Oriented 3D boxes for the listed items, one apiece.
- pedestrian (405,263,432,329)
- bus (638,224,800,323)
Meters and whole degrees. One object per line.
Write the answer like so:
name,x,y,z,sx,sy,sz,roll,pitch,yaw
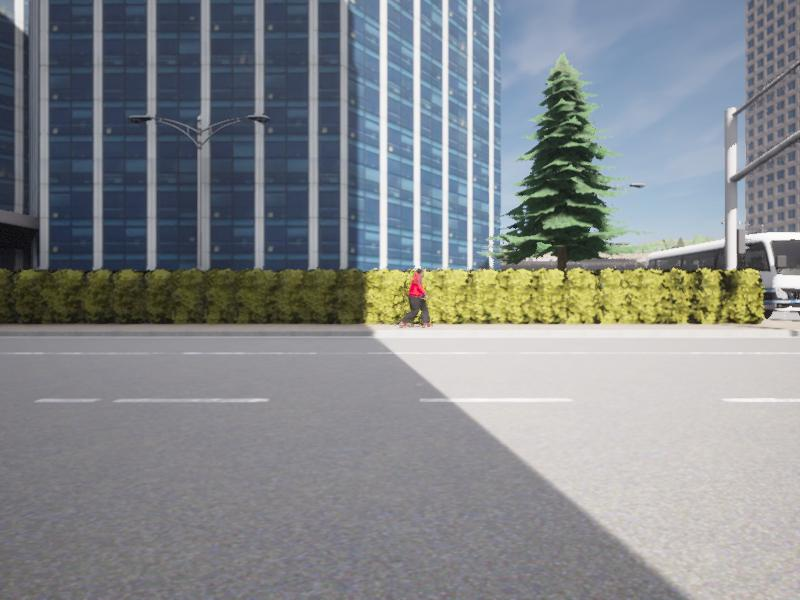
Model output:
pedestrian,0.545,-0.115,11.712,0.751,1.860,0.751,0,0,4
bus,18.221,-1.136,22.223,3.944,4.253,10.273,0,0,0
